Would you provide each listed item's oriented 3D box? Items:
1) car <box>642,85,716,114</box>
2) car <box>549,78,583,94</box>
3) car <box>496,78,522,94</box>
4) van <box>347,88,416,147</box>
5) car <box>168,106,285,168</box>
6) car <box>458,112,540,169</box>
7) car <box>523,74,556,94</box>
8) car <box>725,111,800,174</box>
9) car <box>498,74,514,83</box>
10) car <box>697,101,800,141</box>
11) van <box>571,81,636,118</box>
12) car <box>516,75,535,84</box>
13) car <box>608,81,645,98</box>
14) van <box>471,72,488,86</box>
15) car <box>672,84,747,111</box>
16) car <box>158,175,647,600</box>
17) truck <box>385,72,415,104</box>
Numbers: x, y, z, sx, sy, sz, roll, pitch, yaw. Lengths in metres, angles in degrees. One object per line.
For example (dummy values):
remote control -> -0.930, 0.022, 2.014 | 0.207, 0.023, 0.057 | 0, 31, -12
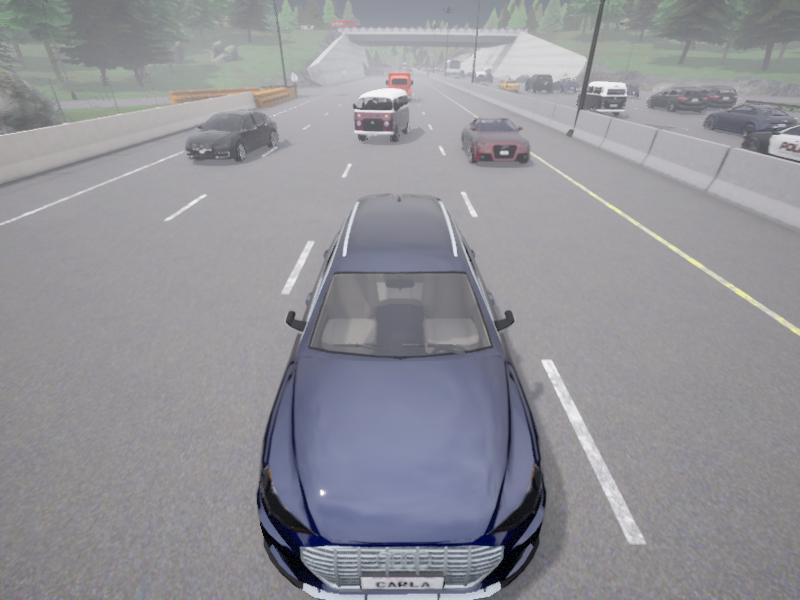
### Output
car -> 20.975, -15.260, 30.341 | 2.242, 1.667, 4.611 | 0, 30, 0
car -> 20.960, -27.214, 50.762 | 2.152, 1.651, 5.027 | 0, 30, 0
car -> 13.960, -27.679, 51.592 | 1.801, 1.575, 5.366 | 0, 30, 0
van -> -0.703, -8.660, 18.719 | 2.069, 2.038, 4.480 | 6, 31, 10
car -> -6.364, -6.444, 15.474 | 1.837, 1.490, 4.892 | 4, 31, 7
car -> 3.483, -6.069, 14.965 | 1.994, 1.385, 4.181 | 0, 30, 0
car -> 17.461, -27.208, 50.330 | 2.150, 2.045, 5.566 | 0, 30, 0
car -> 13.984, -5.254, 13.416 | 2.038, 1.542, 4.974 | 0, 30, 0
car -> 20.943, -43.828, 79.252 | 1.812, 1.442, 4.674 | 0, 30, 0
car -> 17.481, -9.034, 20.026 | 1.994, 1.385, 4.181 | 0, 30, 0
van -> 13.974, -14.036, 27.885 | 2.069, 2.038, 4.480 | 0, 30, 0
car -> 24.445, -43.257, 78.318 | 2.033, 1.411, 5.357 | 0, 30, 0
car -> 24.466, -22.859, 43.435 | 1.845, 1.501, 3.633 | 0, 31, 0
van -> 13.950, -38.986, 70.412 | 2.069, 2.038, 4.480 | 0, 31, 0
car -> 24.472, -16.188, 31.923 | 2.242, 1.667, 4.611 | 0, 30, 0
car -> -0.001, 0.112, 4.173 | 2.033, 1.649, 4.856 | 0, 30, 0
truck -> -0.032, -20.382, 38.267 | 2.627, 2.467, 5.204 | 0, 30, 0
